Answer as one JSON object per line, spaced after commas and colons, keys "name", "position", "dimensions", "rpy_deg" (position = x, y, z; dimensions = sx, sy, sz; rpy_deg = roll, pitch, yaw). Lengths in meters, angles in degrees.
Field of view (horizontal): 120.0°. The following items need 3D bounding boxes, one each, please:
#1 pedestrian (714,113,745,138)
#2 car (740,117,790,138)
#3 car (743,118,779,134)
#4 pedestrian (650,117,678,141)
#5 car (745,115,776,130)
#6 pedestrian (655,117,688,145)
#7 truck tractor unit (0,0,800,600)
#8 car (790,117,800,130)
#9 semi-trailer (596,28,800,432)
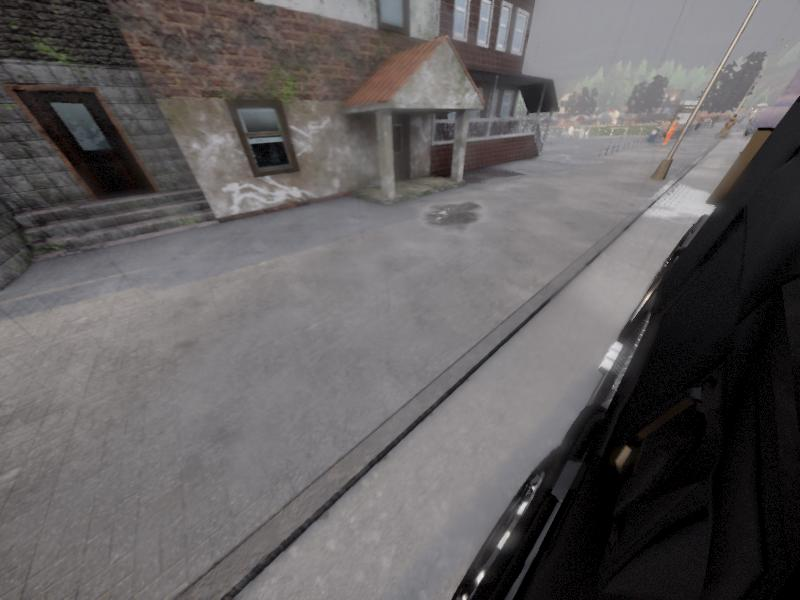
{"name": "pedestrian", "position": [32.451, -17.166, 22.767], "dimensions": [0.751, 1.860, 0.751], "rpy_deg": [-16, 39, -17]}
{"name": "car", "position": [37.536, -17.852, 23.883], "dimensions": [4.902, 1.511, 2.128], "rpy_deg": [-28, 44, -30]}
{"name": "car", "position": [43.983, -21.256, 28.202], "dimensions": [4.718, 1.301, 1.895], "rpy_deg": [-28, 44, -30]}
{"name": "pedestrian", "position": [25.168, -16.313, 22.070], "dimensions": [0.751, 1.860, 0.751], "rpy_deg": [7, 38, 13]}
{"name": "car", "position": [52.329, -25.811, 33.597], "dimensions": [4.892, 1.490, 1.837], "rpy_deg": [-28, 44, -30]}
{"name": "pedestrian", "position": [22.225, -13.830, 18.939], "dimensions": [0.751, 1.860, 0.751], "rpy_deg": [-9, 37, -8]}
{"name": "truck tractor unit", "position": [2.645, -0.295, 0.352], "dimensions": [6.516, 4.208, 3.053], "rpy_deg": [-28, 44, -30]}
{"name": "car", "position": [52.233, -22.559, 29.383], "dimensions": [4.181, 1.385, 1.994], "rpy_deg": [-28, 44, -30]}
{"name": "semi-trailer", "position": [8.805, -3.527, 4.123], "dimensions": [14.254, 4.402, 2.717], "rpy_deg": [-27, 43, -29]}
